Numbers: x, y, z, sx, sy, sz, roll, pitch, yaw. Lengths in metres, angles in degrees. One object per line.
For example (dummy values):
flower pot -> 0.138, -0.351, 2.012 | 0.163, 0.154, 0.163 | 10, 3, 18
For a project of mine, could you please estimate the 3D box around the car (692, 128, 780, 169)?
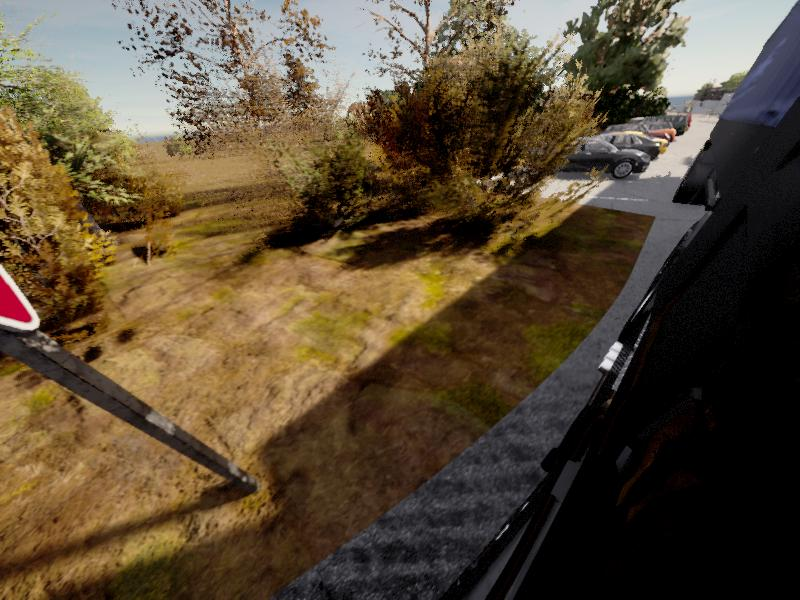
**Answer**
car -> 17.432, -8.112, 12.226 | 4.181, 1.385, 1.994 | -32, 46, -33

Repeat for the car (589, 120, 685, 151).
car -> 18.147, -12.835, 18.111 | 4.553, 1.767, 2.185 | 14, 39, 22

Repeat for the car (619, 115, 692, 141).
car -> 26.738, -18.182, 24.481 | 4.442, 1.987, 1.878 | 14, 39, 22

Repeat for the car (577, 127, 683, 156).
car -> 15.797, -11.190, 16.336 | 4.792, 1.488, 2.163 | 14, 39, 22

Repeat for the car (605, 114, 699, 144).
car -> 24.488, -16.907, 22.895 | 5.566, 2.045, 2.435 | 14, 40, 22

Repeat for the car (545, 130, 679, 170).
car -> 10.945, -8.196, 12.630 | 4.892, 1.521, 2.231 | 14, 40, 22

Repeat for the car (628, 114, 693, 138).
car -> 30.966, -20.836, 27.730 | 4.442, 1.987, 1.878 | 14, 39, 22

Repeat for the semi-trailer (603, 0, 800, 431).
semi-trailer -> 8.423, -3.772, 4.489 | 14.254, 4.402, 2.717 | -31, 45, -33

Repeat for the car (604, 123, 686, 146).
car -> 22.413, -15.345, 21.440 | 4.674, 1.452, 2.002 | 14, 39, 22

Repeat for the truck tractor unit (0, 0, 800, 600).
truck tractor unit -> 2.645, -0.295, 0.351 | 6.516, 4.208, 3.053 | -28, 44, -30

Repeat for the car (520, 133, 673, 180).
car -> 8.522, -6.693, 10.789 | 4.892, 1.521, 2.231 | 14, 39, 22

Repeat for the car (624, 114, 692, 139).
car -> 28.851, -19.509, 26.105 | 4.442, 1.987, 1.878 | 14, 39, 22

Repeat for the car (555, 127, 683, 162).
car -> 13.185, -9.749, 14.542 | 5.366, 1.575, 1.946 | 14, 40, 22

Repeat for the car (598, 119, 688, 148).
car -> 20.317, -14.142, 19.703 | 4.553, 1.767, 2.185 | 14, 40, 22
